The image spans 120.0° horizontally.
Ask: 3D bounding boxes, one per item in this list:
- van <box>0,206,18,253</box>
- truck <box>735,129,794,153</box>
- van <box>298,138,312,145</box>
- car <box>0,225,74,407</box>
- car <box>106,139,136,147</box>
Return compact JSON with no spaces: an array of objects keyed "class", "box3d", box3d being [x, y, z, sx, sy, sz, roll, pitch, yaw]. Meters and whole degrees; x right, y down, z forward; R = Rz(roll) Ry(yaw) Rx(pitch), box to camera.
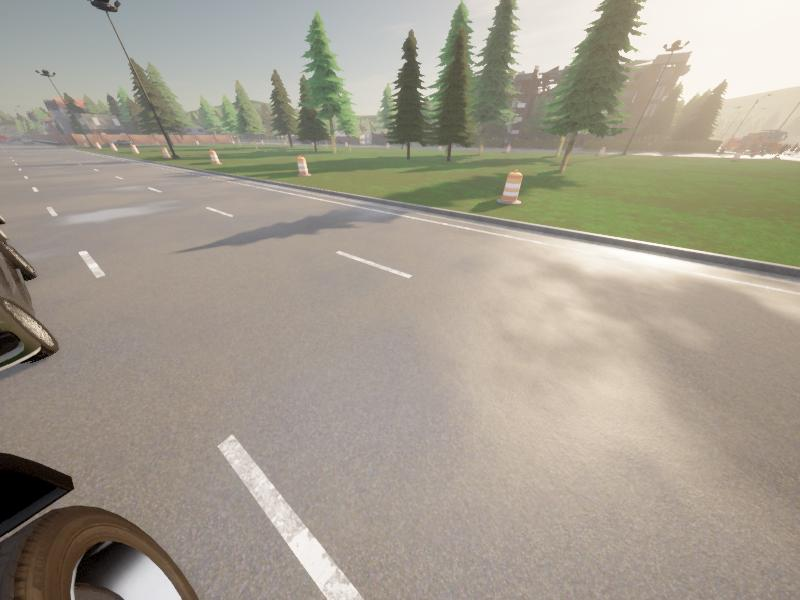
[{"class":"van","box3d":[-11.579,-2.365,5.469,4.442,1.987,1.775,22,41,28]},{"class":"truck","box3d":[75.039,-32.965,47.953,2.891,3.827,8.468,22,40,28]},{"class":"van","box3d":[-32.528,-54.167,78.897,4.442,1.987,1.775,22,41,28]},{"class":"car","box3d":[-6.488,-0.147,2.682,5.027,1.651,2.152,22,41,28]},{"class":"car","box3d":[-74.200,-41.771,61.459,2.007,1.525,4.514,12,37,17]}]
